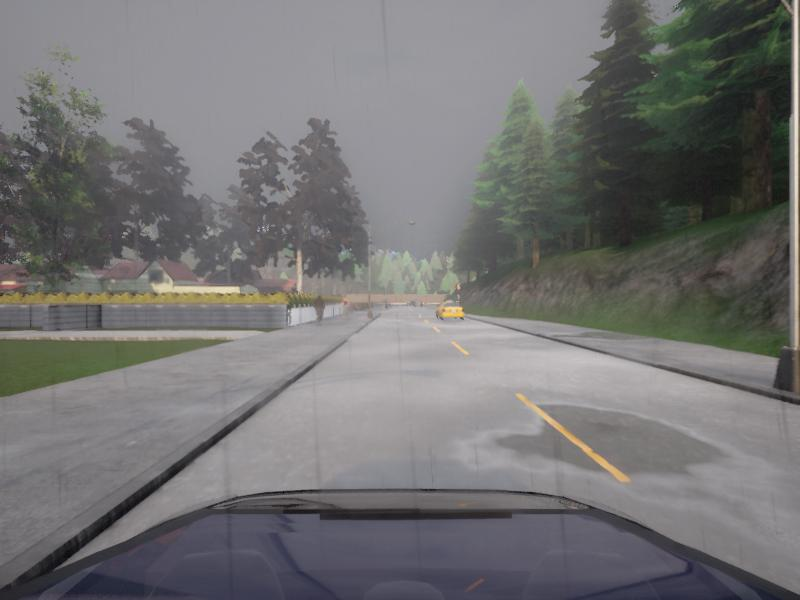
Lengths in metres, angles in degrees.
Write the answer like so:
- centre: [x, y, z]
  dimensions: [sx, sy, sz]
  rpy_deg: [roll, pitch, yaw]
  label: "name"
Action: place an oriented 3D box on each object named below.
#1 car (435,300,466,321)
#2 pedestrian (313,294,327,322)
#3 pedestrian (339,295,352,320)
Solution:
- centre: [4.001, 0.811, 32.353]
  dimensions: [1.801, 1.575, 5.366]
  rpy_deg: [0, 0, 0]
  label: "car"
- centre: [-5.354, 0.542, 26.801]
  dimensions: [0.751, 1.860, 0.751]
  rpy_deg: [0, 0, -2]
  label: "pedestrian"
- centre: [-4.123, 0.543, 30.287]
  dimensions: [0.751, 1.860, 0.751]
  rpy_deg: [0, 0, 7]
  label: "pedestrian"
